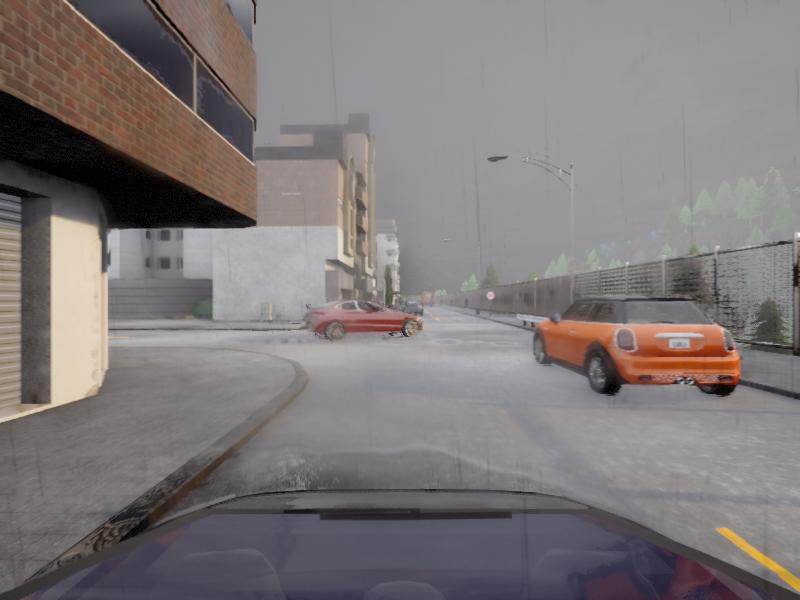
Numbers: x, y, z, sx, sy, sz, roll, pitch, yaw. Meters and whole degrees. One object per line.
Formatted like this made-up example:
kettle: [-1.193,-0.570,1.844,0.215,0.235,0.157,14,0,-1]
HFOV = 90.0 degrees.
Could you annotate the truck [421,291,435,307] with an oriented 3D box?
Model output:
truck: [6.817,-0.293,98.339,2.891,3.827,8.468,0,0,2]

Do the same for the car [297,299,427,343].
car: [-1.580,0.787,16.946,5.027,1.651,2.152,0,0,-26]

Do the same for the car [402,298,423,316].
car: [1.262,0.708,40.900,2.097,1.767,4.553,0,0,2]

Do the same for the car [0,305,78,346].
car: [-15.584,0.905,15.074,5.357,1.411,2.033,0,0,2]

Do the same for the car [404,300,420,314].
car: [1.453,0.818,48.014,1.801,1.575,5.366,0,0,2]

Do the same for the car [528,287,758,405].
car: [4.376,0.696,8.301,2.097,1.767,4.553,0,0,2]
